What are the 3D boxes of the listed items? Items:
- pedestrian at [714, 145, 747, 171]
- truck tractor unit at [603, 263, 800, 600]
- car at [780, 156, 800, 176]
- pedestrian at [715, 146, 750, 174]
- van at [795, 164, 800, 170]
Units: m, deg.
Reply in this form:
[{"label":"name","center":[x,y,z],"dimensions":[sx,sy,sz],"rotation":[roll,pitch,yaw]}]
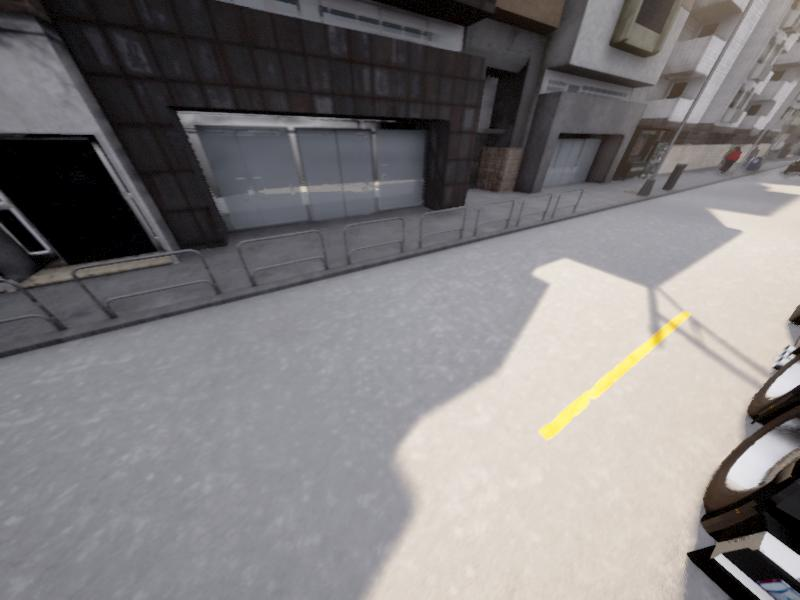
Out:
[{"label":"pedestrian","center":[29.213,-12.544,20.435],"dimensions":[0.751,1.860,0.751],"rotation":[-14,37,-20]},{"label":"truck tractor unit","center":[5.109,-0.302,0.791],"dimensions":[6.516,4.208,3.053],"rotation":[-18,39,-24]},{"label":"car","center":[34.996,-11.471,19.661],"dimensions":[4.718,1.301,1.895],"rotation":[-18,39,-24]},{"label":"pedestrian","center":[26.337,-11.097,18.330],"dimensions":[0.751,1.860,0.751],"rotation":[-22,40,-28]},{"label":"van","center":[43.003,-14.392,23.255],"dimensions":[4.480,2.038,2.069],"rotation":[-19,39,-23]}]
